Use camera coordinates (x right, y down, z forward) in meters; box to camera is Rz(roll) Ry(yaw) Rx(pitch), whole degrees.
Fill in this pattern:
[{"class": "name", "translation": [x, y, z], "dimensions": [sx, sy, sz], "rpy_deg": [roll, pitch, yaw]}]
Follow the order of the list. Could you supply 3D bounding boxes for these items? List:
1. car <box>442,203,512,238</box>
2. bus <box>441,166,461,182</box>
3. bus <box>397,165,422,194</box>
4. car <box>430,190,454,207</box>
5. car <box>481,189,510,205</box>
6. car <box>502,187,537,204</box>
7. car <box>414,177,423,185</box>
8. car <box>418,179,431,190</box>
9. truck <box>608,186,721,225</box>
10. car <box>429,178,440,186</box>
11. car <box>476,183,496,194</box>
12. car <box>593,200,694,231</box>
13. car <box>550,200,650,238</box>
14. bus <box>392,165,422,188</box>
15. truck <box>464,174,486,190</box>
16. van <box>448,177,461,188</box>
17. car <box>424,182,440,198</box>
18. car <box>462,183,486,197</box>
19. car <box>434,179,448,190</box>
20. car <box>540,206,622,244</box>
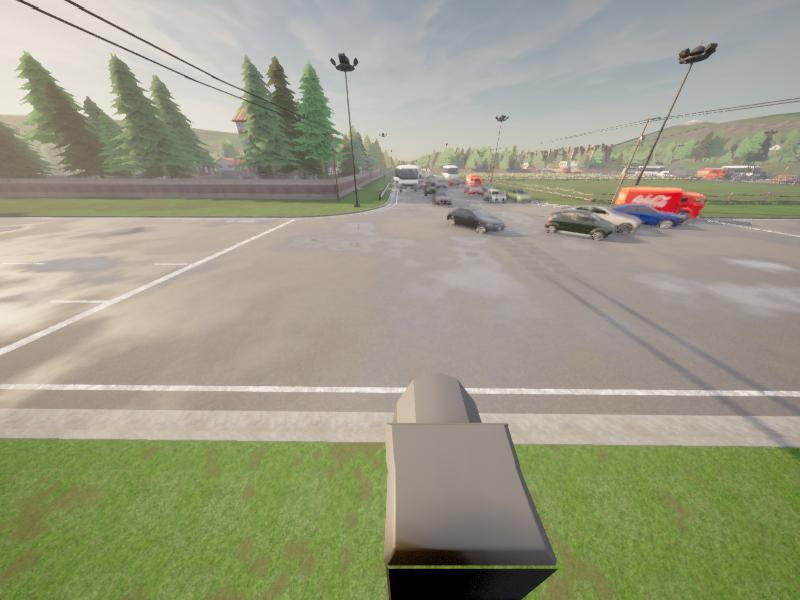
[{"class": "car", "translation": [5.333, -5.919, 16.813], "dimensions": [1.812, 1.442, 4.674], "rpy_deg": [-18, 34, -27]}, {"class": "bus", "translation": [15.602, -39.097, 71.475], "dimensions": [3.944, 4.253, 10.273], "rpy_deg": [0, 30, 0]}, {"class": "bus", "translation": [1.649, -22.177, 42.172], "dimensions": [3.944, 4.253, 10.273], "rpy_deg": [1, 30, 1]}, {"class": "car", "translation": [4.930, -12.280, 27.905], "dimensions": [1.994, 1.385, 4.181], "rpy_deg": [-1, 30, -1]}, {"class": "car", "translation": [11.902, -13.052, 29.136], "dimensions": [1.970, 1.475, 3.806], "rpy_deg": [-1, 30, -1]}, {"class": "car", "translation": [15.384, -13.664, 30.147], "dimensions": [2.007, 1.525, 4.514], "rpy_deg": [-1, 30, -2]}, {"class": "car", "translation": [4.722, -30.362, 58.974], "dimensions": [2.152, 1.651, 5.027], "rpy_deg": [3, 30, 6]}, {"class": "car", "translation": [5.149, -23.997, 47.899], "dimensions": [2.242, 1.667, 4.611], "rpy_deg": [5, 30, 9]}, {"class": "truck", "translation": [21.814, -8.115, 19.595], "dimensions": [5.204, 2.467, 2.627], "rpy_deg": [14, 33, 23]}, {"class": "car", "translation": [8.408, -28.975, 56.712], "dimensions": [2.163, 1.488, 4.792], "rpy_deg": [0, 30, 0]}, {"class": "car", "translation": [15.336, -19.984, 41.252], "dimensions": [1.994, 1.385, 4.181], "rpy_deg": [0, 30, 0]}, {"class": "car", "translation": [18.499, -6.676, 18.032], "dimensions": [5.008, 1.535, 1.882], "rpy_deg": [18, 35, 29]}, {"class": "car", "translation": [14.330, -6.055, 16.871], "dimensions": [5.027, 1.651, 2.152], "rpy_deg": [24, 38, 36]}, {"class": "bus", "translation": [1.741, -28.074, 52.388], "dimensions": [3.944, 4.253, 10.273], "rpy_deg": [9, 31, 16]}, {"class": "truck", "translation": [15.366, -24.432, 47.789], "dimensions": [2.627, 2.467, 5.204], "rpy_deg": [0, 32, 0]}, {"class": "van", "translation": [11.879, -25.686, 50.503], "dimensions": [1.775, 1.987, 4.442], "rpy_deg": [0, 30, 0]}, {"class": "car", "translation": [4.801, -17.076, 35.692], "dimensions": [1.905, 1.878, 3.866], "rpy_deg": [0, 30, 0]}, {"class": "car", "translation": [11.816, -17.822, 37.202], "dimensions": [2.242, 1.667, 4.611], "rpy_deg": [0, 30, 0]}, {"class": "car", "translation": [8.405, -23.829, 47.609], "dimensions": [2.242, 1.667, 4.611], "rpy_deg": [1, 30, 1]}, {"class": "car", "translation": [11.701, -5.001, 15.115], "dimensions": [3.705, 1.549, 1.789], "rpy_deg": [25, 39, 36]}]
